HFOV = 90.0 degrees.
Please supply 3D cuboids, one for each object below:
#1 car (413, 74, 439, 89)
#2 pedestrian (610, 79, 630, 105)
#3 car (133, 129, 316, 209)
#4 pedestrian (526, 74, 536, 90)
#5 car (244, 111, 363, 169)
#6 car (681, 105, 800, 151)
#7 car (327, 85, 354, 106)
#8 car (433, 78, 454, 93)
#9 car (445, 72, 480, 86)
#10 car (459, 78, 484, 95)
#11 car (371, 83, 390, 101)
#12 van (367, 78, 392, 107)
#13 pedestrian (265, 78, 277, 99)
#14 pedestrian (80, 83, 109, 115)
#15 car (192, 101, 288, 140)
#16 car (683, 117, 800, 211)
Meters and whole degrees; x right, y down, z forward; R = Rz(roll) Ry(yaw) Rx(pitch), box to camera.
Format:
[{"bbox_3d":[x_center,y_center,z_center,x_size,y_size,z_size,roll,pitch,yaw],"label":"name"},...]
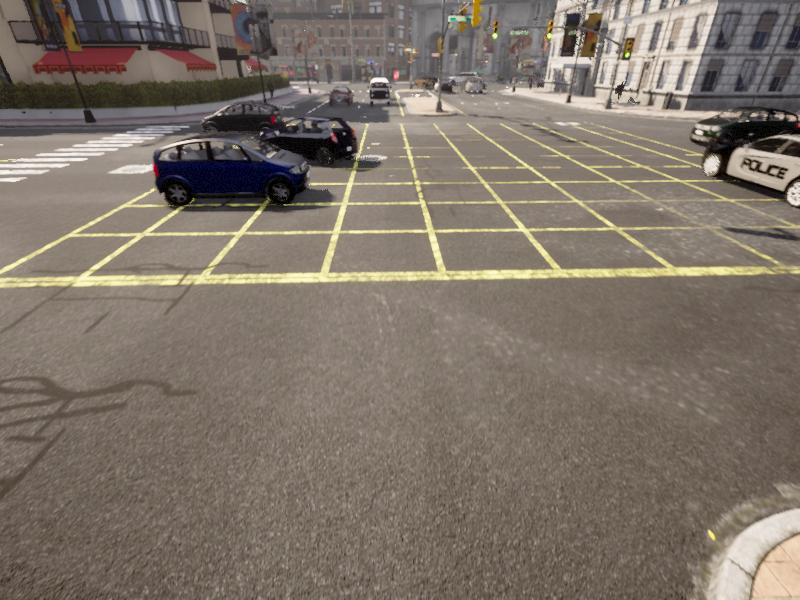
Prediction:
[{"bbox_3d":[3.880,-33.382,61.174,1.932,1.855,4.605,-14,33,-23],"label":"car"},{"bbox_3d":[18.554,-17.542,33.765,0.751,1.860,0.751,-3,31,-6],"label":"pedestrian"},{"bbox_3d":[-4.238,-3.421,10.309,3.705,1.549,1.789,-1,30,-2],"label":"car"},{"bbox_3d":[17.791,-29.560,54.299,0.751,1.860,0.751,0,30,0],"label":"pedestrian"},{"bbox_3d":[-3.423,-5.850,14.479,3.633,1.501,1.845,13,33,21],"label":"car"},{"bbox_3d":[14.549,-7.305,16.932,3.705,1.549,1.789,-1,30,-2],"label":"car"},{"bbox_3d":[-5.323,-18.599,36.349,1.812,1.442,4.674,-1,30,-1],"label":"car"},{"bbox_3d":[5.624,-28.020,52.297,2.038,1.542,4.974,-1,30,-1],"label":"car"},{"bbox_3d":[10.857,-38.573,69.877,5.566,2.045,2.150,-1,30,-1],"label":"car"},{"bbox_3d":[9.155,-27.468,51.352,2.152,1.651,5.027,-1,31,-1],"label":"car"},{"bbox_3d":[-2.002,-21.610,41.492,1.812,1.442,4.674,-1,30,-1],"label":"car"},{"bbox_3d":[-1.801,-18.602,35.760,2.069,2.038,4.480,-1,30,-2],"label":"van"},{"bbox_3d":[-12.669,-20.793,39.341,0.751,1.860,0.751,-1,30,-2],"label":"pedestrian"},{"bbox_3d":[-20.513,-13.511,26.903,0.751,1.860,0.751,-2,30,-4],"label":"pedestrian"},{"bbox_3d":[-7.574,-8.671,19.274,3.705,1.549,1.789,-1,30,-2],"label":"car"},{"bbox_3d":[10.575,-3.784,10.828,1.930,1.638,5.238,-1,30,-1],"label":"car"}]
